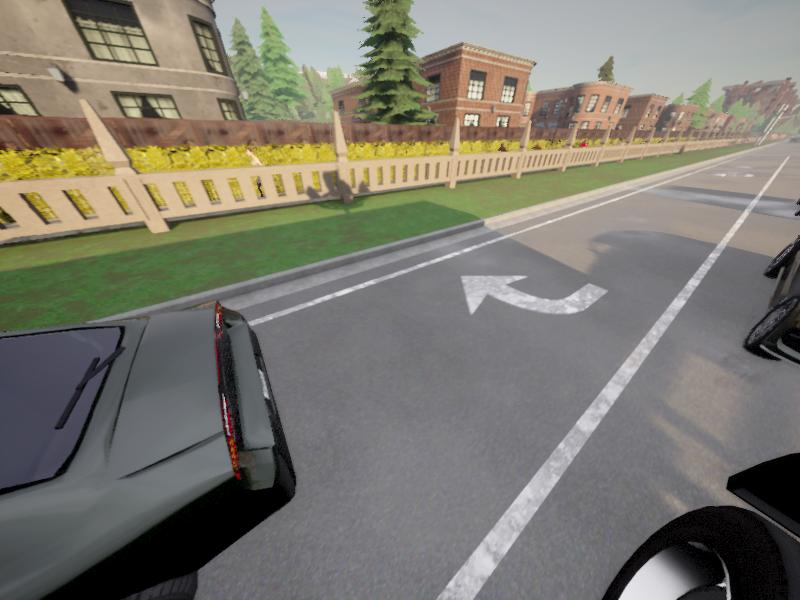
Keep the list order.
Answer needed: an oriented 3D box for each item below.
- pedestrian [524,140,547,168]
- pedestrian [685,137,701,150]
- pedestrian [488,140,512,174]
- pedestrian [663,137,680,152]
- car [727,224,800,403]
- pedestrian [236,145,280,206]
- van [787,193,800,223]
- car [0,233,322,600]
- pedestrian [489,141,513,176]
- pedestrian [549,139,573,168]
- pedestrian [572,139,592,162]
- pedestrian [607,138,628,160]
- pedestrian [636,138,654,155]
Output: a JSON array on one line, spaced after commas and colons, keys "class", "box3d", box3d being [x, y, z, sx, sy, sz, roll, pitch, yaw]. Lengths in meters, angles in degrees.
[{"class": "pedestrian", "box3d": [10.667, -11.520, 18.225, 0.751, 1.860, 0.751, -22, 41, -27]}, {"class": "pedestrian", "box3d": [50.023, -26.725, 39.450, 0.751, 1.860, 0.751, -22, 41, -28]}, {"class": "pedestrian", "box3d": [6.697, -9.575, 15.502, 0.751, 1.860, 0.751, -19, 39, -25]}, {"class": "pedestrian", "box3d": [40.525, -23.169, 34.487, 0.751, 1.860, 0.751, -22, 41, -27]}, {"class": "car", "box3d": [6.527, -0.177, 2.696, 5.027, 1.651, 2.152, -22, 41, -28]}, {"class": "pedestrian", "box3d": [-5.205, -4.591, 8.537, 0.751, 1.860, 0.751, -21, 40, -27]}, {"class": "van", "box3d": [14.721, -3.668, 7.258, 4.442, 1.987, 1.775, -22, 41, -28]}, {"class": "car", "box3d": [-3.175, 1.348, 0.689, 4.974, 1.542, 2.038, -23, 41, -28]}, {"class": "pedestrian", "box3d": [6.474, -9.137, 14.882, 0.751, 1.860, 0.751, -23, 41, -28]}, {"class": "pedestrian", "box3d": [12.867, -11.726, 18.498, 0.751, 1.860, 0.751, -23, 41, -28]}, {"class": "pedestrian", "box3d": [17.475, -14.368, 22.205, 0.751, 1.860, 0.751, -22, 41, -28]}, {"class": "pedestrian", "box3d": [22.592, -15.648, 23.975, 0.751, 1.860, 0.751, -22, 41, -28]}, {"class": "pedestrian", "box3d": [32.688, -20.529, 30.809, 0.751, 1.860, 0.751, -22, 41, -28]}]
